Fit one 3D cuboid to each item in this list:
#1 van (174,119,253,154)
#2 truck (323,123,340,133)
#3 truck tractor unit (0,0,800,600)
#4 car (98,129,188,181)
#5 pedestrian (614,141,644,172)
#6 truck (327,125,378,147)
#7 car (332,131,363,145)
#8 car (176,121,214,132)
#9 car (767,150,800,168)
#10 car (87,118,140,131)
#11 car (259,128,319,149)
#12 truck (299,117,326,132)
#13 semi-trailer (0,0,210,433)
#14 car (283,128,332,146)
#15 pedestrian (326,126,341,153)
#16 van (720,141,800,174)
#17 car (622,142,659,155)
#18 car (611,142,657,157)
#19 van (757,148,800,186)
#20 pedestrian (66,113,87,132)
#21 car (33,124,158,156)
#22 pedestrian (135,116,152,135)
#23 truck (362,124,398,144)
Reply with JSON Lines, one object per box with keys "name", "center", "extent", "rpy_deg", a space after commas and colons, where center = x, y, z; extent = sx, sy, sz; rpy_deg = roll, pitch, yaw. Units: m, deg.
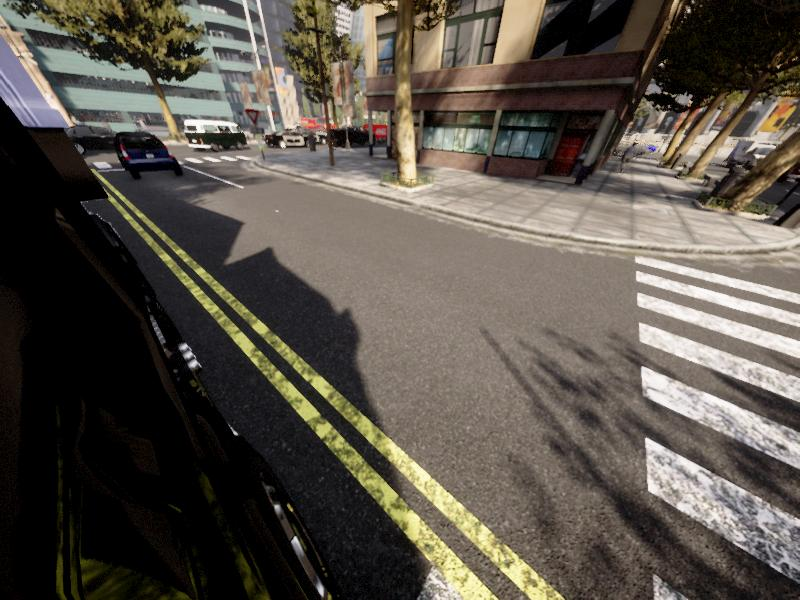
{"name": "van", "center": [-15.088, -13.553, 19.124], "extent": [2.069, 2.038, 4.480], "rpy_deg": [11, 38, 11]}
{"name": "truck", "center": [-23.332, -58.959, 79.008], "extent": [5.204, 2.467, 2.627], "rpy_deg": [28, 44, 30]}
{"name": "truck tractor unit", "center": [-2.645, -0.295, 0.351], "extent": [6.516, 4.208, 3.053], "rpy_deg": [28, 44, 30]}
{"name": "car", "center": [-11.782, -6.761, 10.607], "extent": [3.988, 1.617, 1.851], "rpy_deg": [30, 45, 32]}
{"name": "pedestrian", "center": [16.501, -10.368, 16.714], "extent": [0.751, 1.860, 0.751], "rpy_deg": [27, 43, 29]}
{"name": "truck", "center": [-5.863, -21.086, 29.741], "extent": [2.390, 2.098, 6.274], "rpy_deg": [28, 43, 30]}
{"name": "car", "center": [-7.357, -23.089, 32.847], "extent": [1.970, 1.475, 3.806], "rpy_deg": [28, 44, 30]}
{"name": "car", "center": [-39.575, -33.685, 44.763], "extent": [2.128, 1.511, 4.902], "rpy_deg": [28, 43, 30]}
{"name": "car", "center": [52.710, -18.187, 29.961], "extent": [5.027, 1.651, 2.152], "rpy_deg": [28, 44, 30]}
{"name": "car", "center": [-43.804, -26.868, 35.439], "extent": [2.161, 1.482, 4.786], "rpy_deg": [28, 43, 30]}
{"name": "car", "center": [-11.476, -17.037, 24.349], "extent": [1.930, 1.638, 5.238], "rpy_deg": [28, 43, 30]}
{"name": "truck", "center": [-29.636, -59.680, 78.438], "extent": [8.468, 3.827, 2.891], "rpy_deg": [20, 40, 22]}
{"name": "semi-trailer", "center": [-9.219, -3.188, 3.636], "extent": [14.254, 4.402, 2.717], "rpy_deg": [22, 41, 23]}
{"name": "car", "center": [-11.385, -20.376, 28.823], "extent": [1.930, 1.638, 5.238], "rpy_deg": [28, 43, 30]}
{"name": "pedestrian", "center": [-5.815, -13.980, 20.137], "extent": [0.751, 1.860, 0.751], "rpy_deg": [-29, 47, -35]}
{"name": "van", "center": [36.961, -14.955, 23.967], "extent": [2.351, 2.431, 6.366], "rpy_deg": [25, 42, 27]}
{"name": "car", "center": [44.387, -28.046, 42.708], "extent": [4.514, 1.525, 2.007], "rpy_deg": [28, 44, 30]}
{"name": "car", "center": [36.685, -23.751, 36.356], "extent": [2.242, 1.667, 4.611], "rpy_deg": [-28, 46, -34]}
{"name": "van", "center": [29.012, -9.596, 16.622], "extent": [2.069, 2.038, 4.480], "rpy_deg": [28, 43, 30]}
{"name": "pedestrian", "center": [-41.171, -22.575, 29.406], "extent": [0.751, 1.860, 0.751], "rpy_deg": [28, 43, 29]}
{"name": "car", "center": [-20.279, -10.906, 15.712], "extent": [1.837, 1.490, 4.892], "rpy_deg": [28, 43, 30]}
{"name": "pedestrian", "center": [-33.391, -22.708, 30.075], "extent": [0.751, 1.860, 0.751], "rpy_deg": [-29, 47, -35]}
{"name": "truck", "center": [-3.085, -26.419, 36.754], "extent": [2.627, 2.467, 5.204], "rpy_deg": [28, 44, 30]}
